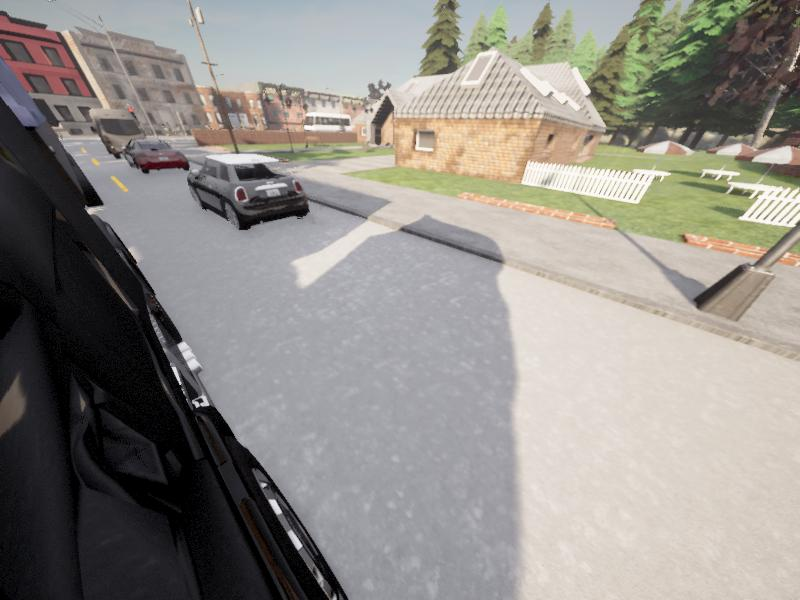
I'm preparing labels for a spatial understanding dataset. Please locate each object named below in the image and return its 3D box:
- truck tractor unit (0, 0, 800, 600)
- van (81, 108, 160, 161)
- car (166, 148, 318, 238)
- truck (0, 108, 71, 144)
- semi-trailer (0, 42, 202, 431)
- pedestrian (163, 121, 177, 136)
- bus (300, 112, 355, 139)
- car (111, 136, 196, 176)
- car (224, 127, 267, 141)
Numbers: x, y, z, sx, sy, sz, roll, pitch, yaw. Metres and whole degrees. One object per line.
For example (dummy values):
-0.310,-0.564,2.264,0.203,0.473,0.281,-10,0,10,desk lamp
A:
-2.645,-0.295,0.351,6.516,4.208,3.053,28,44,30,truck tractor unit
-19.074,-11.311,15.743,5.915,2.561,1.988,28,44,31,van
-4.399,-3.215,6.476,3.806,1.475,1.970,28,43,30,car
-35.430,-15.906,21.141,5.204,2.467,2.627,-3,35,-7,truck
-8.711,-3.571,4.252,14.254,4.402,2.717,28,43,30,semi-trailer
-35.504,-26.399,35.615,0.751,1.860,0.751,-29,47,-35,pedestrian
-14.914,-36.658,48.777,3.944,4.253,10.273,28,43,30,bus
-12.933,-7.657,12.116,4.181,1.385,1.994,28,43,30,car
-23.961,-25.840,35.959,1.882,1.535,5.008,28,44,30,car
